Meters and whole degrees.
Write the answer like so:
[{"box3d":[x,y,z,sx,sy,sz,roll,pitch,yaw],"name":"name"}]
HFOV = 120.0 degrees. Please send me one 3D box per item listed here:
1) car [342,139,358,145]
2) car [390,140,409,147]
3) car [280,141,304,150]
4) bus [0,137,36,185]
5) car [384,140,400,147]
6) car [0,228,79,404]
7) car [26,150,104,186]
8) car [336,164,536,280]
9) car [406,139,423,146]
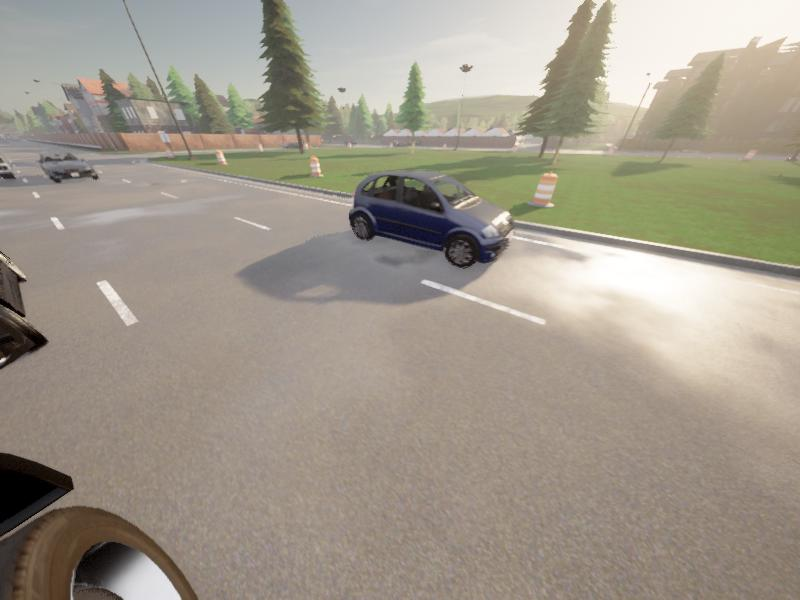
[{"box3d":[-16.572,-52.475,76.688,4.856,1.649,2.033,22,41,28],"name":"car"},{"box3d":[-0.244,-43.306,63.986,4.902,1.511,2.128,22,41,28],"name":"car"},{"box3d":[-22.408,-32.128,47.973,1.970,1.475,3.806,26,43,32],"name":"car"},{"box3d":[-26.946,-9.545,13.544,10.273,4.253,3.944,22,41,27],"name":"bus"},{"box3d":[-2.031,-41.581,61.505,3.806,1.475,1.970,22,41,28],"name":"car"},{"box3d":[-6.395,-0.086,2.684,4.902,1.511,2.128,21,42,27],"name":"car"},{"box3d":[-19.864,-7.923,13.708,4.193,1.474,1.816,22,41,28],"name":"car"},{"box3d":[0.658,-2.151,5.560,3.988,1.617,1.851,22,41,28],"name":"car"},{"box3d":[4.148,-46.622,68.344,4.605,1.855,1.932,22,41,28],"name":"car"}]
